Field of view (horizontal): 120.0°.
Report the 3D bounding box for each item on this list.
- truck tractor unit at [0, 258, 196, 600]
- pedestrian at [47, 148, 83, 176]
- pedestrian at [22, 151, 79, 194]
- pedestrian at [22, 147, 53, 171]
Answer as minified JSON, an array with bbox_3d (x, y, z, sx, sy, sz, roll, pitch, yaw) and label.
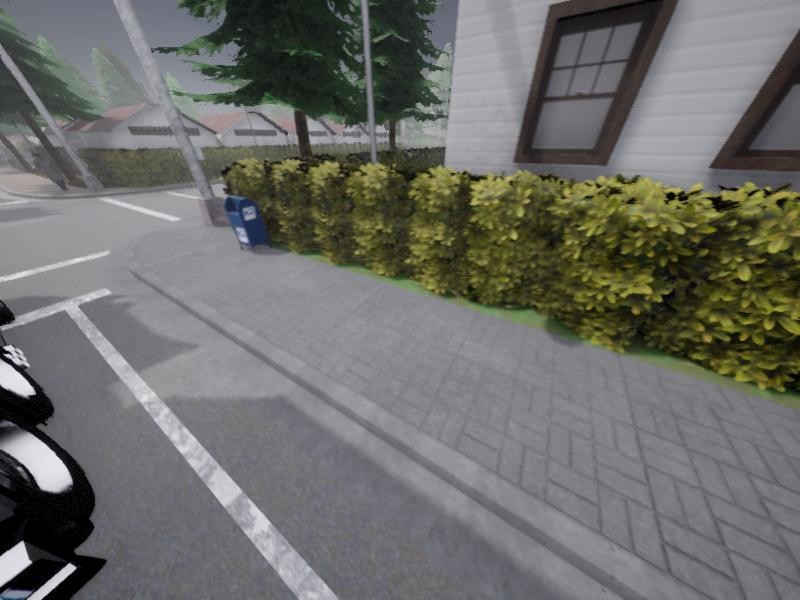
[{"bbox_3d":[-5.105,-0.306,0.796,6.516,4.208,3.053,19,39,25],"label":"truck tractor unit"},{"bbox_3d":[-26.689,-11.002,18.421,0.751,1.860,0.751,18,39,25],"label":"pedestrian"},{"bbox_3d":[-18.349,-6.712,12.177,0.751,1.860,0.751,19,39,25],"label":"pedestrian"},{"bbox_3d":[-35.131,-13.682,22.419,0.751,1.860,0.751,20,40,27],"label":"pedestrian"}]
